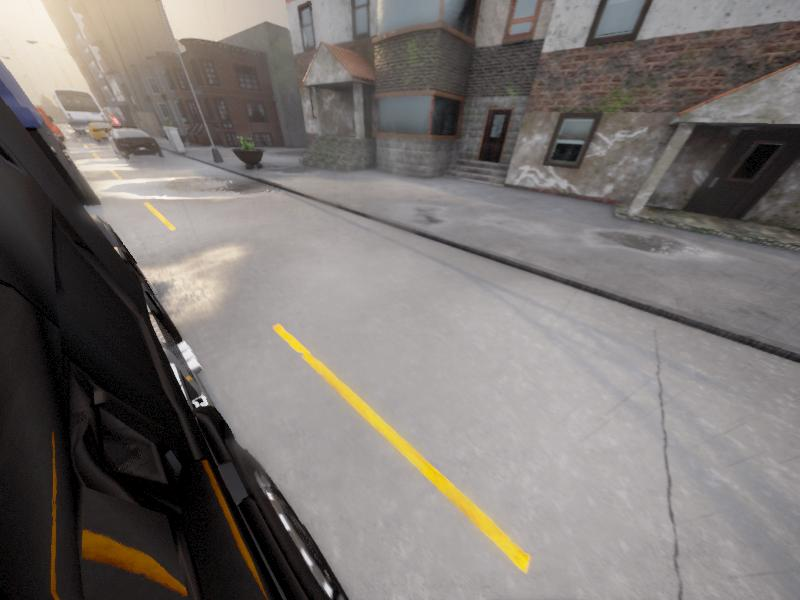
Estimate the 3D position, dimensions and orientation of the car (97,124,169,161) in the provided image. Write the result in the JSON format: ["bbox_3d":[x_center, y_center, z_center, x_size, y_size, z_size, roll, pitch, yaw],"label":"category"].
[{"bbox_3d":[-17.464,-10.346,15.065,5.238,1.638,1.930,28,44,30],"label":"car"}]

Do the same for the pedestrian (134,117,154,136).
[{"bbox_3d":[-32.132,-21.710,28.984,0.751,1.860,0.751,16,39,18],"label":"pedestrian"}]

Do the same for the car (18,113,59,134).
[{"bbox_3d":[-42.920,-20.988,27.528,3.866,1.878,1.905,28,44,30],"label":"car"}]

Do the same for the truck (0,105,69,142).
[{"bbox_3d":[-33.155,-15.987,20.942,5.204,2.467,2.627,29,44,30],"label":"truck"}]

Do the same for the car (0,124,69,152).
[{"bbox_3d":[-25.456,-11.397,16.201,4.181,1.385,1.994,28,44,30],"label":"car"}]

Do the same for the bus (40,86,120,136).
[{"bbox_3d":[-40.862,-23.892,29.572,10.273,4.253,3.944,28,44,30],"label":"bus"}]

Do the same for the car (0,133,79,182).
[{"bbox_3d":[-16.086,-6.328,10.053,4.718,1.301,1.895,28,44,30],"label":"car"}]

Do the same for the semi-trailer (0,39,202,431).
[{"bbox_3d":[-8.726,-3.578,4.212,14.254,4.402,2.717,28,43,30],"label":"semi-trailer"}]

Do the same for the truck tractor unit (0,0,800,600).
[{"bbox_3d":[-2.645,-0.295,0.352,6.516,4.208,3.053,28,44,30],"label":"truck tractor unit"}]

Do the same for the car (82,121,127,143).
[{"bbox_3d":[-29.278,-16.651,22.864,5.008,1.535,1.882,28,44,30],"label":"car"}]

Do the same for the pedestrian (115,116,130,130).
[{"bbox_3d":[-47.900,-30.591,39.903,0.751,1.860,0.751,20,40,22],"label":"pedestrian"}]
